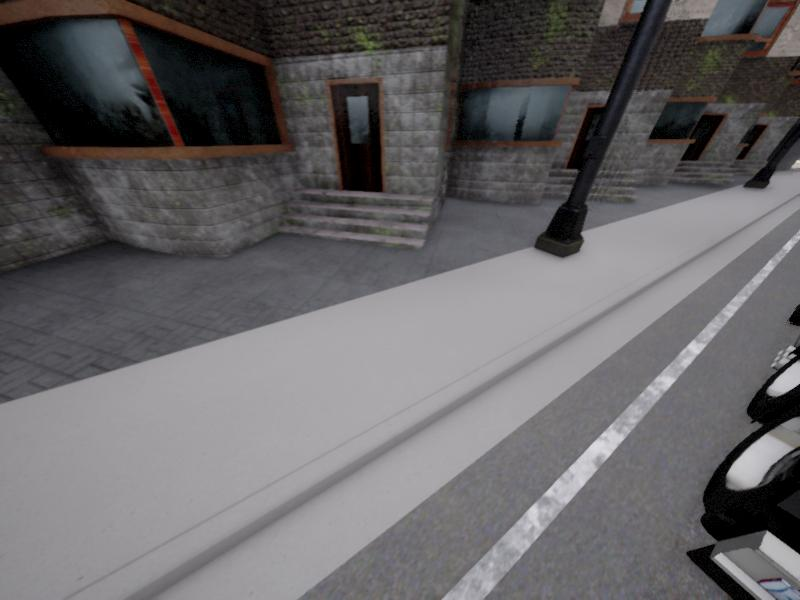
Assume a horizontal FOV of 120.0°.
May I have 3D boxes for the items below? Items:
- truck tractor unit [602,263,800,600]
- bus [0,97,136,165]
[{"bbox_3d":[5.113,-0.297,0.791,6.516,4.208,3.053,-18,39,-24],"label":"truck tractor unit"},{"bbox_3d":[-32.287,-15.072,20.569,3.944,4.253,10.273,9,38,12],"label":"bus"}]
